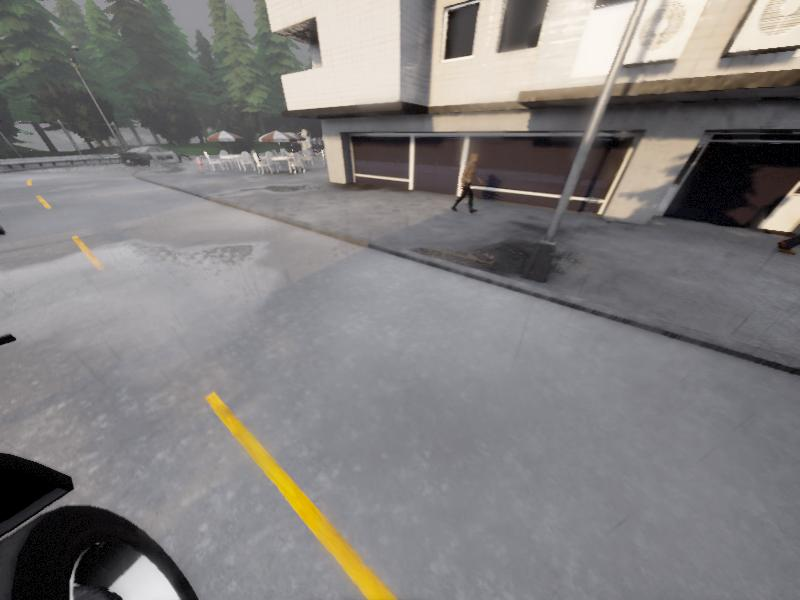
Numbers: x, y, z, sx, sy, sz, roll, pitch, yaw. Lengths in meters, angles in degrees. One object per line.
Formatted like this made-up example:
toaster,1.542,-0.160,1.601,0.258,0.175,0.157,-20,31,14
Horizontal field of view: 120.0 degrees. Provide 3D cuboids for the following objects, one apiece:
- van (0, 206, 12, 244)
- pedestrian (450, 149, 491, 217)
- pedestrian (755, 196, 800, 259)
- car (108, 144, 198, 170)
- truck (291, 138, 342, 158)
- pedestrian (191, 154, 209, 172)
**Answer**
van,-13.032,-3.047,5.914,5.915,2.561,1.988,22,40,27
pedestrian,2.265,-3.817,7.584,0.751,1.860,0.751,25,42,31
pedestrian,9.099,-1.862,4.870,0.751,1.860,0.751,18,39,24
car,-21.304,-12.744,20.389,1.930,1.638,5.238,4,35,7
truck,-11.604,-21.654,32.736,2.390,2.098,6.274,22,41,28
pedestrian,-14.248,-9.757,16.461,0.500,1.100,0.500,28,44,34
